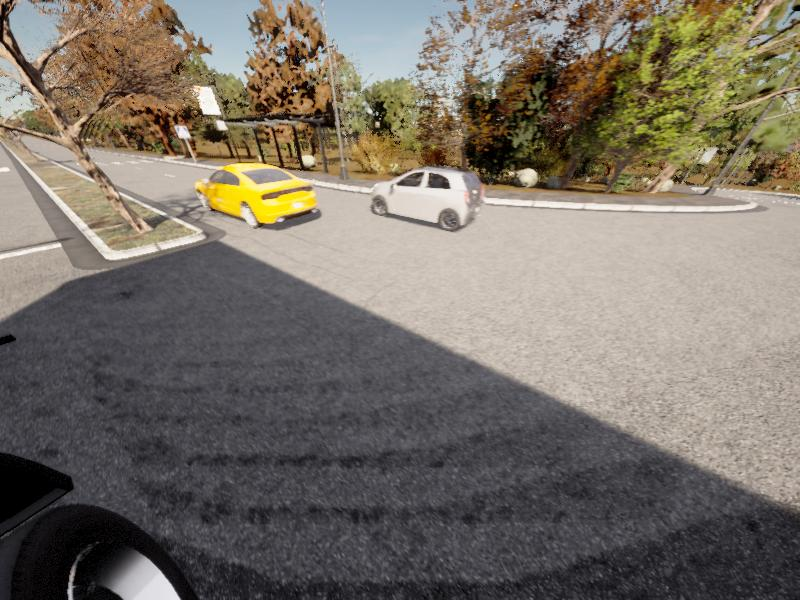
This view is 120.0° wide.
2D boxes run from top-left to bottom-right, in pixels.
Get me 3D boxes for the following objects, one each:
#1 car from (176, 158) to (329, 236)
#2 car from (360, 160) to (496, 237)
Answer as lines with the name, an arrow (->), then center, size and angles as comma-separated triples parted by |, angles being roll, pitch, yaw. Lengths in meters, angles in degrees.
car -> -4.897, -3.621, 7.606 | 5.008, 1.535, 1.882 | 22, 41, 28
car -> 0.768, -3.416, 7.380 | 3.633, 1.501, 1.845 | 23, 41, 27
